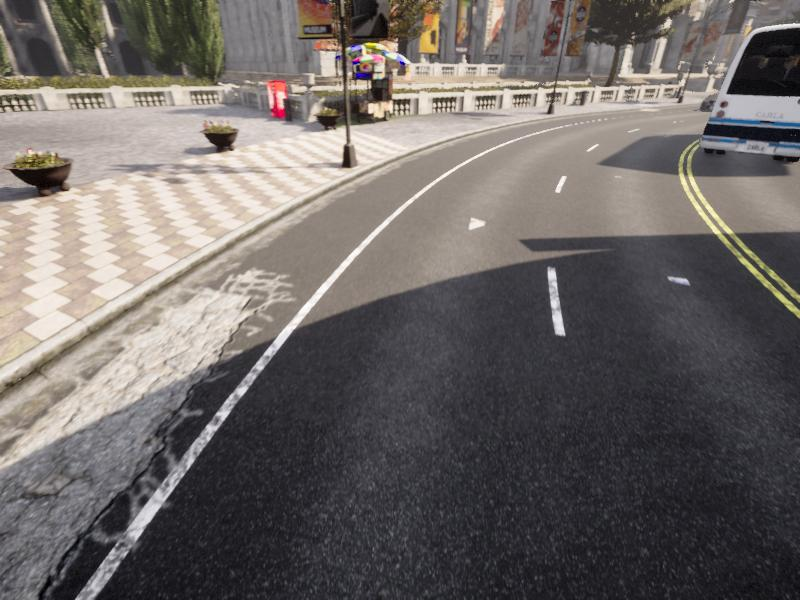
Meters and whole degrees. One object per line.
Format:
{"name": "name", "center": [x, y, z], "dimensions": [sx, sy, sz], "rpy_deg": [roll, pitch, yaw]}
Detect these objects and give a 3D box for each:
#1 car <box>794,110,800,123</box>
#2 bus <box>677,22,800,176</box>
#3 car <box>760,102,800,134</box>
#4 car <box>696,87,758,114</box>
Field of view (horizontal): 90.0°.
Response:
{"name": "car", "center": [28.307, -12.753, 26.399], "dimensions": [3.866, 1.878, 1.905], "rpy_deg": [-20, 36, -30]}
{"name": "bus", "center": [15.182, -8.431, 16.453], "dimensions": [3.944, 4.253, 10.273], "rpy_deg": [22, 36, 32]}
{"name": "car", "center": [23.202, -10.654, 23.316], "dimensions": [4.718, 1.301, 1.895], "rpy_deg": [-21, 37, -32]}
{"name": "car", "center": [27.045, -16.566, 33.106], "dimensions": [4.611, 1.667, 2.242], "rpy_deg": [-19, 36, -30]}
